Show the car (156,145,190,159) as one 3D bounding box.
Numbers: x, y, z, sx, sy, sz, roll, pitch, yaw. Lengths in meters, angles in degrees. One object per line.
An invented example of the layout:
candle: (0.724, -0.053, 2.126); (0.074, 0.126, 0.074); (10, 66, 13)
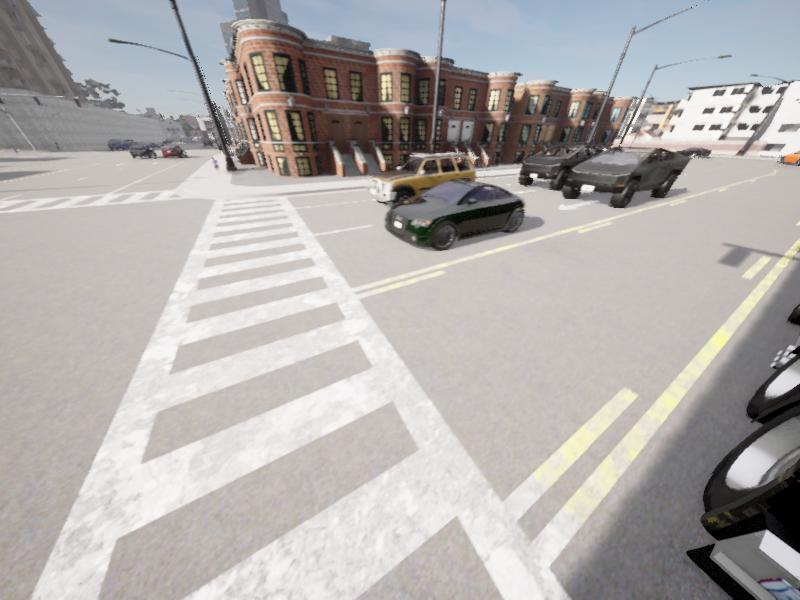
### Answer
car: (-31.018, -20.407, 31.754); (2.163, 1.488, 4.792); (-16, 38, -22)

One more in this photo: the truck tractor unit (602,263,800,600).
truck tractor unit: (5.114, -0.294, 0.790); (6.516, 4.208, 3.053); (-18, 39, -24)

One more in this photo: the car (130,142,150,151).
car: (-55.731, -33.046, 49.596); (1.789, 1.549, 3.705); (-18, 39, -24)

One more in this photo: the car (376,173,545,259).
car: (1.684, -2.625, 6.617); (4.181, 1.385, 1.994); (-18, 39, -24)

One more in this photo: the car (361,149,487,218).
car: (1.007, -4.929, 9.464); (4.605, 1.855, 1.932); (-19, 39, -23)

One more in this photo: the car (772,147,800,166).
car: (48.336, -17.057, 27.517); (2.097, 1.767, 4.553); (17, 38, 23)

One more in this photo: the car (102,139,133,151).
car: (-59.090, -32.583, 48.482); (2.150, 2.045, 5.566); (-18, 39, -24)

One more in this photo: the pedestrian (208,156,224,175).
pedestrian: (-12.875, -9.435, 16.185); (0.500, 1.100, 0.500); (-26, 43, -33)

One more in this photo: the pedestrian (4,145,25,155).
pedestrian: (-56.092, -21.829, 33.617); (0.751, 1.300, 0.751); (-14, 37, -20)

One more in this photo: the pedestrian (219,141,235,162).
pedestrian: (-18.514, -15.918, 24.787); (0.751, 1.860, 0.751); (-17, 38, -23)

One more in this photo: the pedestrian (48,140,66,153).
pedestrian: (-60.527, -27.163, 40.796); (0.751, 1.860, 0.751); (-6, 35, -9)

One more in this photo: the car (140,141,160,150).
car: (-59.617, -36.886, 55.109); (1.882, 1.535, 5.008); (-18, 39, -24)

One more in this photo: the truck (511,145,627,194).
truck: (9.995, -7.929, 13.703); (6.274, 2.098, 2.390); (-18, 39, -25)

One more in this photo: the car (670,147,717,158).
car: (51.715, -26.183, 40.913); (1.882, 1.535, 5.008); (0, 35, -1)

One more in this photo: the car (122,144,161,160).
car: (-34.504, -19.949, 31.030); (2.128, 1.511, 4.902); (-18, 39, -25)

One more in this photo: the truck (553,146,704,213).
truck: (10.423, -5.763, 10.587); (6.274, 2.098, 2.390); (-18, 39, -24)
